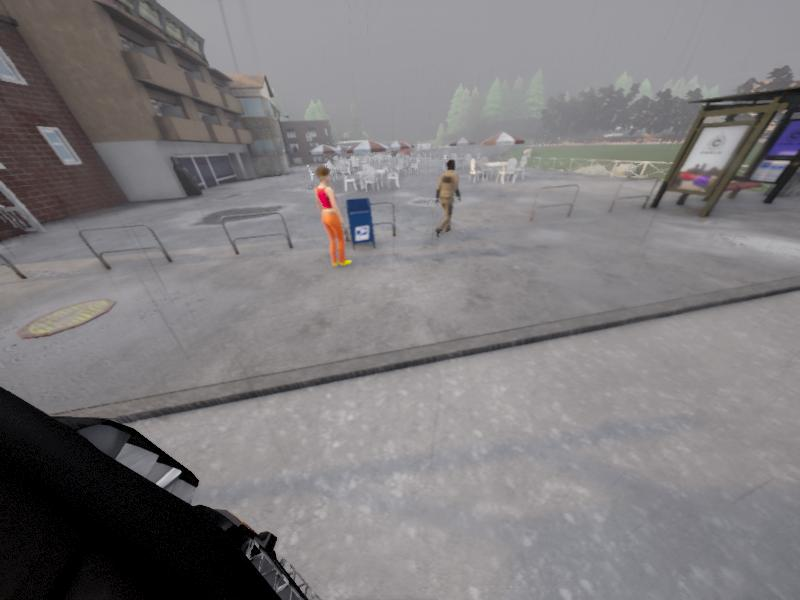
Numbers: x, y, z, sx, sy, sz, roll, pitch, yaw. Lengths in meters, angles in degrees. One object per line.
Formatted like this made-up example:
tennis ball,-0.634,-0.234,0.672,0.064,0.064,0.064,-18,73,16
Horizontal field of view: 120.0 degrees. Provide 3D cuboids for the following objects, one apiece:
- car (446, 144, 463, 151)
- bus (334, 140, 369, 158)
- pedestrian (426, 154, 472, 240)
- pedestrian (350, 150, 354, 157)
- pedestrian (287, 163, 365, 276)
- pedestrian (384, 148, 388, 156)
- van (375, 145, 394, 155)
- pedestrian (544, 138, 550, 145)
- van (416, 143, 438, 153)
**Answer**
car,17.939,-50.436,76.589,4.856,1.649,2.033,-9,34,-8
bus,-15.563,-48.563,74.252,10.273,4.253,3.944,-9,34,-8
pedestrian,1.203,-2.625,5.925,0.751,1.860,0.751,-30,42,-34
pedestrian,-14.617,-44.523,70.235,0.751,1.860,0.751,-27,40,-31
pedestrian,-1.323,-1.526,4.446,0.751,1.860,0.751,17,39,28
pedestrian,-3.936,-41.566,64.755,0.751,1.860,0.751,9,36,18
van,-4.998,-49.560,76.368,5.915,2.561,1.988,-9,34,-8
pedestrian,48.283,-52.005,75.955,0.751,1.860,0.751,-5,34,-3
van,8.704,-49.342,75.015,6.366,2.431,2.351,-9,34,-8
